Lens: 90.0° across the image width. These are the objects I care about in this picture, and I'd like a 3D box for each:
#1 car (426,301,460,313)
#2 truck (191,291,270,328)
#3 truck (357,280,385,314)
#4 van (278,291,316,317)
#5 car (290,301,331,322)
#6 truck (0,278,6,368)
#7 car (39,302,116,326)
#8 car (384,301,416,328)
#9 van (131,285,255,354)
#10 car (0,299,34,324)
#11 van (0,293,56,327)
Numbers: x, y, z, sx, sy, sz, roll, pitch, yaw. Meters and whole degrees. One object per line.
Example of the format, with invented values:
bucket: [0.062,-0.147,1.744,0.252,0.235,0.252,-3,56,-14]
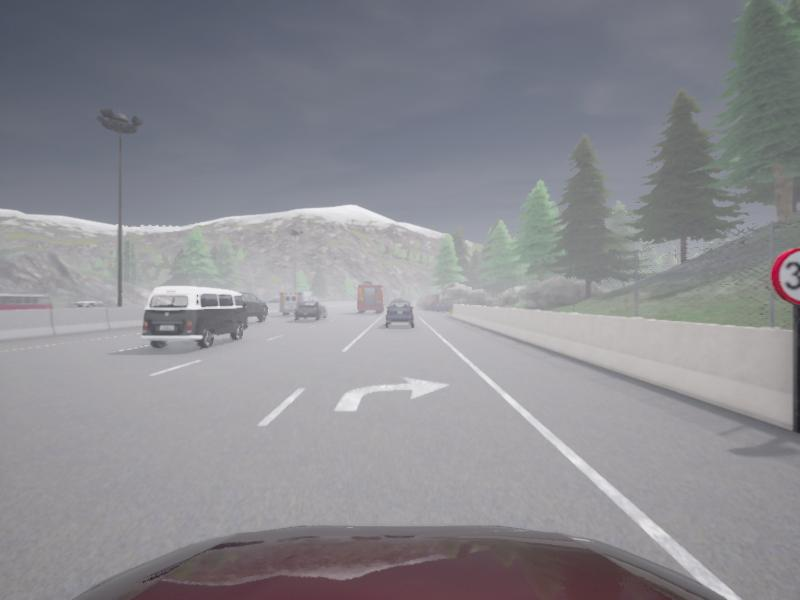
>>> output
car: [5.426,0.867,50.528,4.181,1.385,1.994,-2,0,9]
truck: [-10.500,0.540,25.523,2.390,2.098,6.274,0,0,0]
truck: [-3.493,-0.325,49.784,2.891,3.827,8.468,0,0,0]
van: [-10.497,0.374,41.345,2.351,2.431,6.366,0,0,0]
car: [-6.894,0.833,31.370,2.128,1.511,4.902,0,0,-1]
truck: [-10.500,0.542,6.311,2.390,2.098,6.274,0,0,0]
car: [-21.000,0.851,26.295,1.970,1.475,3.806,0,0,0]
car: [-0.008,0.813,24.482,1.789,1.549,3.705,0,0,0]
van: [-7.001,0.572,14.178,2.069,2.038,4.480,0,0,0]
car: [-27.999,0.774,27.087,2.033,1.649,4.856,0,0,0]
van: [-24.499,0.597,25.216,1.775,1.987,4.442,0,0,0]
